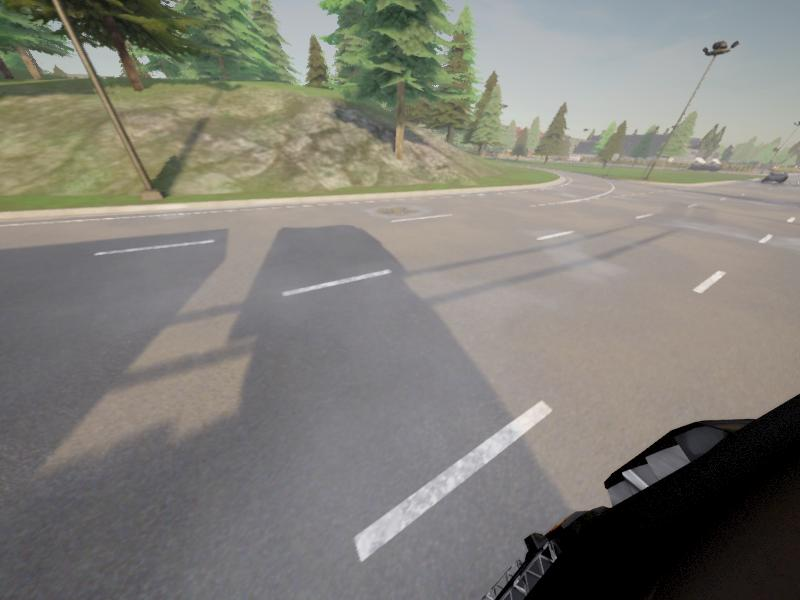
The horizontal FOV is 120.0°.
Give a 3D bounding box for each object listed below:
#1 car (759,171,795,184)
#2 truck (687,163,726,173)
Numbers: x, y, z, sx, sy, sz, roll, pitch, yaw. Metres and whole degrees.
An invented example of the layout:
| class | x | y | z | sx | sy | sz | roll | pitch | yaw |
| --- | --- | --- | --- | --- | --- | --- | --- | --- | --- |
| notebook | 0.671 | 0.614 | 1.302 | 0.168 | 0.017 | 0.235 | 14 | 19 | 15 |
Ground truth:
| class | x | y | z | sx | sy | sz | roll | pitch | yaw |
| --- | --- | --- | --- | --- | --- | --- | --- | --- | --- |
| car | 58.731 | -19.109 | 35.981 | 4.902 | 1.511 | 2.128 | -16 | 38 | -26 |
| truck | 88.407 | -38.224 | 66.702 | 2.390 | 2.098 | 6.274 | -16 | 38 | -26 |
